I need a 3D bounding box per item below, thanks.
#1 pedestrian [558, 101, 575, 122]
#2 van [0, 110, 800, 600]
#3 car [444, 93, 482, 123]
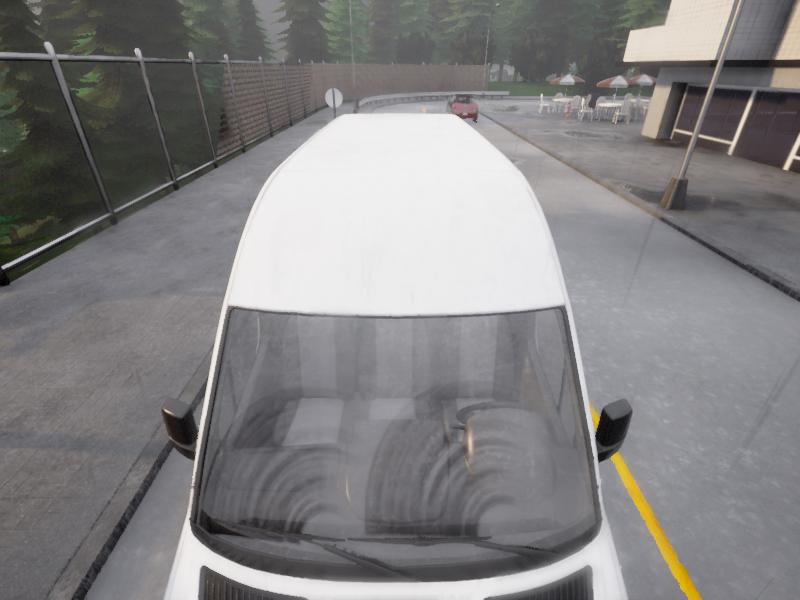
[{"bbox_3d":[10.041,-11.373,24.156,0.500,1.100,0.500,-14,33,-22],"label":"pedestrian"},{"bbox_3d":[-0.020,0.047,3.434,1.988,2.561,5.915,0,30,0],"label":"van"},{"bbox_3d":[3.958,-12.455,25.836,1.845,1.501,3.633,0,30,0],"label":"car"}]
